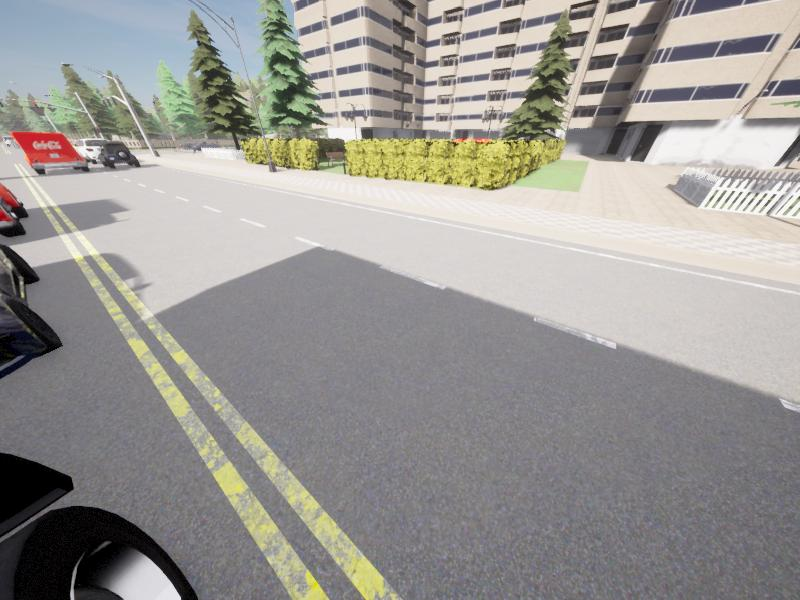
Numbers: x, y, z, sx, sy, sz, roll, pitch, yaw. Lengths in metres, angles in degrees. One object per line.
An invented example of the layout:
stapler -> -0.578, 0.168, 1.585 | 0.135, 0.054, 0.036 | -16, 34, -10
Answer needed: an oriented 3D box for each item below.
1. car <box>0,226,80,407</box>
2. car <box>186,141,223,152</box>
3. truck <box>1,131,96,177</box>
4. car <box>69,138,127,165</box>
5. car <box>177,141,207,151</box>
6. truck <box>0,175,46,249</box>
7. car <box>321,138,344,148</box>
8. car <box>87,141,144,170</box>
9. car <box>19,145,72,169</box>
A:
car -> -6.277, -0.079, 2.546 | 4.611, 1.667, 2.242 | 22, 40, 28
car -> -36.848, -29.100, 43.639 | 2.242, 1.667, 4.611 | 22, 41, 28
truck -> -25.630, -10.761, 16.871 | 5.204, 2.467, 2.627 | 22, 41, 28
car -> -30.180, -14.895, 23.077 | 5.566, 2.045, 2.150 | 22, 41, 28
car -> -40.220, -29.867, 44.677 | 1.845, 1.501, 3.633 | 22, 41, 28
truck -> -12.224, -2.840, 5.718 | 5.204, 2.467, 2.627 | 22, 41, 28
car -> -17.712, -41.431, 60.842 | 2.150, 2.045, 5.566 | 22, 41, 28
car -> -24.382, -12.475, 19.815 | 3.866, 1.878, 1.905 | 22, 41, 28
car -> -30.965, -12.545, 20.182 | 3.633, 1.501, 1.845 | 22, 41, 28
